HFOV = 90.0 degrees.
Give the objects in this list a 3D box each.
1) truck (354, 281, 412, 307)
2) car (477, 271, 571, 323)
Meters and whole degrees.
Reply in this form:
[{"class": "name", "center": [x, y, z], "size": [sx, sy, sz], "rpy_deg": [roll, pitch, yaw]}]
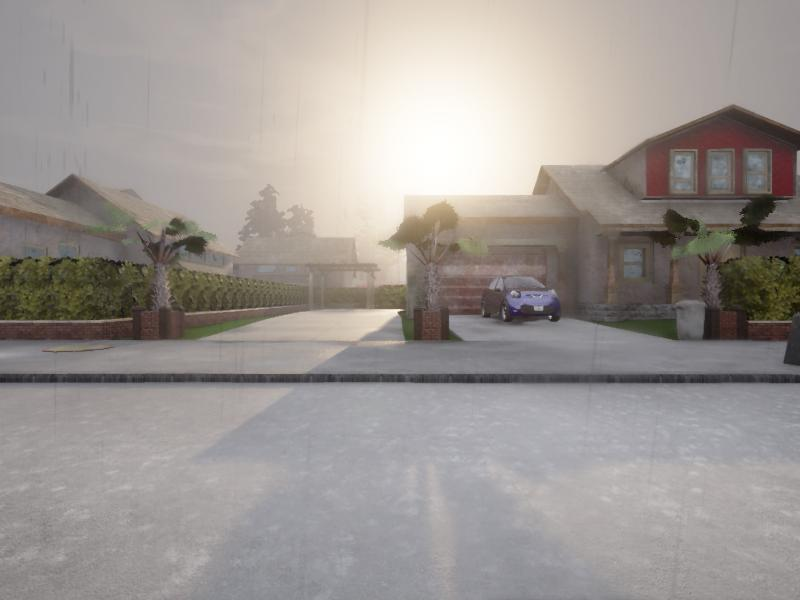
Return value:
[{"class": "truck", "center": [-2.477, -0.921, 60.272], "size": [8.468, 3.827, 2.891], "rpy_deg": [0, 0, 0]}, {"class": "car", "center": [3.891, -0.082, 13.247], "size": [1.845, 1.501, 3.633], "rpy_deg": [0, 0, -3]}]
